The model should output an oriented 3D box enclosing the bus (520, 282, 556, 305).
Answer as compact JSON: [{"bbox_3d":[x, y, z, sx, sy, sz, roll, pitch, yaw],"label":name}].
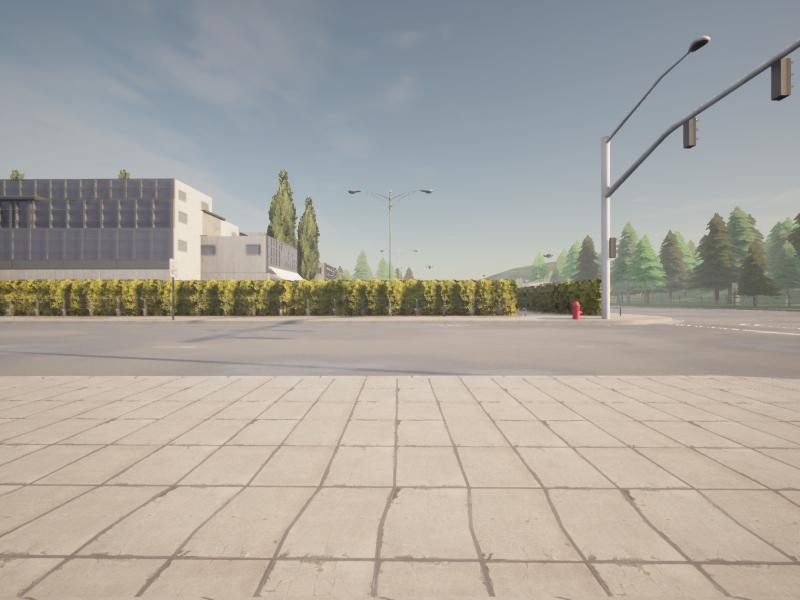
[{"bbox_3d":[27.392,-1.162,80.148,3.944,4.253,10.273,0,0,1],"label":"bus"}]
